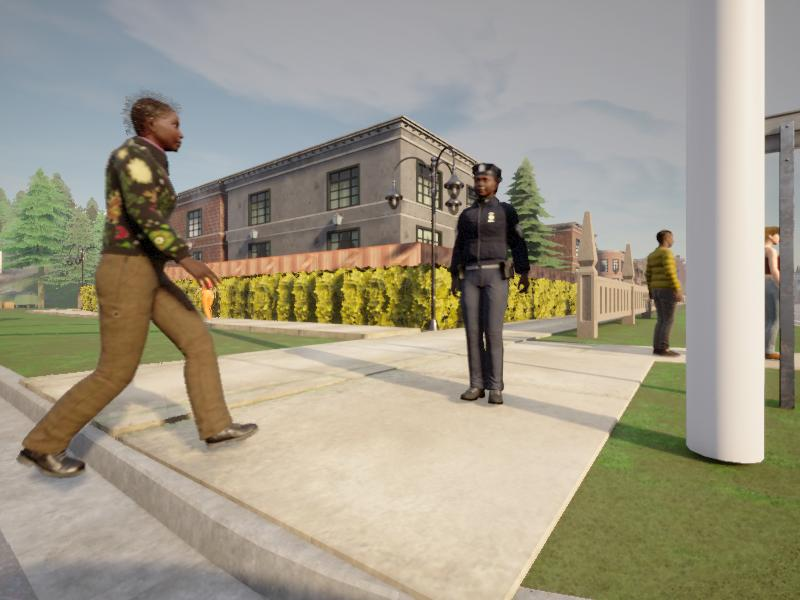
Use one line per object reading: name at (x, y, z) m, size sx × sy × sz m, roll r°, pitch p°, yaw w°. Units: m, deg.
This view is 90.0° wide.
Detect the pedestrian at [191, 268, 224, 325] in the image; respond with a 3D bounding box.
pedestrian at (-6.603, -0.115, 13.729) m, size 0.751 × 1.860 × 0.751 m, roll 0°, pitch 0°, yaw 37°

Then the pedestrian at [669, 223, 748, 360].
pedestrian at (4.504, -0.115, 5.901) m, size 0.751 × 1.860 × 0.751 m, roll 0°, pitch 0°, yaw 21°

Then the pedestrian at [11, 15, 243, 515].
pedestrian at (-1.199, -0.130, 1.957) m, size 0.751 × 1.860 × 0.751 m, roll 0°, pitch 0°, yaw -18°

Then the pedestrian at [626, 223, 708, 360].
pedestrian at (3.851, -0.115, 5.840) m, size 0.751 × 1.860 × 0.751 m, roll 0°, pitch 0°, yaw 10°

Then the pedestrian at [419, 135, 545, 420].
pedestrian at (0.661, -0.146, 3.132) m, size 0.751 × 1.860 × 0.751 m, roll 0°, pitch 0°, yaw 32°

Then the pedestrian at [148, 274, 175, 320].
pedestrian at (-9.820, -0.115, 16.463) m, size 0.751 × 1.860 × 0.751 m, roll 0°, pitch 0°, yaw 37°

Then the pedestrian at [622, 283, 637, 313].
pedestrian at (14.340, -0.115, 24.970) m, size 0.751 × 1.860 × 0.751 m, roll 0°, pitch 0°, yaw 37°

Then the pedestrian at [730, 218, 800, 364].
pedestrian at (5.128, -0.115, 5.518) m, size 0.751 × 1.860 × 0.751 m, roll 0°, pitch 0°, yaw 27°
